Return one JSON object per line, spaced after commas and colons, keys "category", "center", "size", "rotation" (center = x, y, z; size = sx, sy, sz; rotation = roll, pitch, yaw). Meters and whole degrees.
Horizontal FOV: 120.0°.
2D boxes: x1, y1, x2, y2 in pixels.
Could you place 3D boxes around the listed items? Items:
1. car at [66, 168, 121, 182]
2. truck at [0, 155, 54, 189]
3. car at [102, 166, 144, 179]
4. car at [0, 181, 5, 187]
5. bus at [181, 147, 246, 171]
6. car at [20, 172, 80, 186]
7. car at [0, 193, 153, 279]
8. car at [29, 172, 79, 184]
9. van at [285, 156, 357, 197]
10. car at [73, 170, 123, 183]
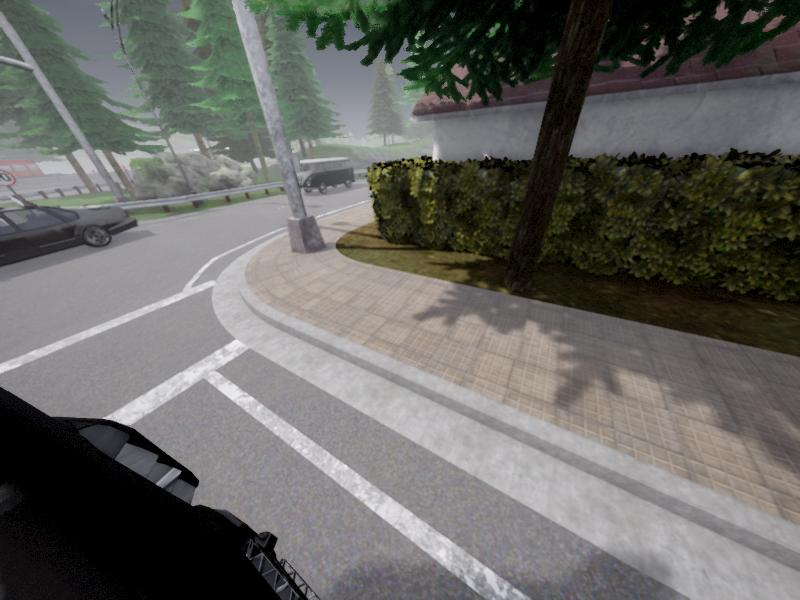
{"category": "car", "center": [-52.720, -21.588, 39.896], "size": [1.801, 1.575, 5.366], "rotation": [16, 38, 26]}
{"category": "truck", "center": [-57.466, -17.893, 32.627], "size": [2.891, 3.827, 8.468], "rotation": [16, 38, 26]}
{"category": "car", "center": [-53.421, -24.742, 44.726], "size": [2.242, 1.667, 4.611], "rotation": [16, 38, 26]}
{"category": "car", "center": [-64.538, -17.560, 34.819], "size": [1.837, 1.490, 4.892], "rotation": [16, 38, 26]}
{"category": "bus", "center": [-42.540, -32.742, 53.446], "size": [3.944, 4.253, 10.273], "rotation": [16, 38, 26]}
{"category": "car", "center": [-57.920, -20.229, 38.392], "size": [2.033, 1.411, 5.357], "rotation": [16, 38, 26]}
{"category": "car", "center": [-10.813, -1.667, 6.266], "size": [2.033, 1.411, 5.357], "rotation": [5, 35, 12]}
{"category": "car", "center": [-60.543, -21.434, 40.522], "size": [1.895, 1.301, 4.718], "rotation": [16, 38, 26]}
{"category": "van", "center": [-5.211, -8.686, 16.082], "size": [1.775, 1.987, 4.442], "rotation": [16, 38, 26]}
{"category": "car", "center": [-49.833, -20.489, 38.222], "size": [1.895, 1.301, 4.718], "rotation": [16, 38, 26]}
